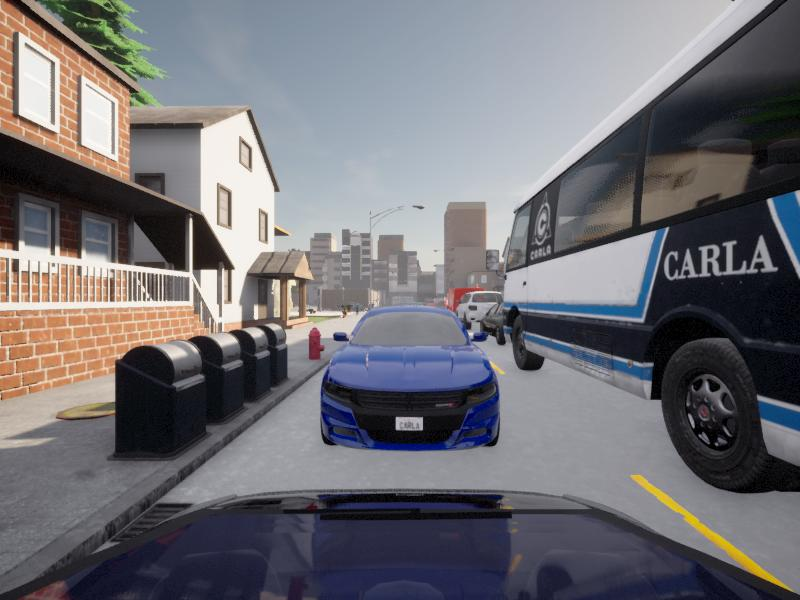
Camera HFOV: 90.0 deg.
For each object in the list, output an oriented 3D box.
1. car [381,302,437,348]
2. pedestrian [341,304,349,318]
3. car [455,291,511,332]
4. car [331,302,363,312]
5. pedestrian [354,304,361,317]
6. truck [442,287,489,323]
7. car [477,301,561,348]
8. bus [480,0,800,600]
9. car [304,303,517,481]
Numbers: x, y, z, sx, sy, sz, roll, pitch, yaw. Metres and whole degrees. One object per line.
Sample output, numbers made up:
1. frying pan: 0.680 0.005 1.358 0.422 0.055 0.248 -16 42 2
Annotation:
1. car: 0.356 0.844 15.666 1.837 1.490 4.892 0 0 1
2. pedestrian: -4.408 0.905 32.004 0.500 1.100 0.500 0 0 9
3. car: 4.537 0.568 22.777 2.150 2.045 5.566 0 0 1
4. car: -7.051 0.907 53.535 4.181 1.385 1.994 0 0 -1
5. pedestrian: -3.762 0.905 35.288 0.500 1.100 0.500 0 0 4
6. truck: 4.794 0.357 30.240 2.627 2.467 5.204 0 0 0
7. car: 4.358 0.828 15.497 2.007 1.525 4.514 0 0 1
8. bus: 4.014 -0.534 5.575 3.944 4.253 10.273 0 0 1
9. car: 0.148 0.823 6.037 1.882 1.535 5.008 0 0 1
